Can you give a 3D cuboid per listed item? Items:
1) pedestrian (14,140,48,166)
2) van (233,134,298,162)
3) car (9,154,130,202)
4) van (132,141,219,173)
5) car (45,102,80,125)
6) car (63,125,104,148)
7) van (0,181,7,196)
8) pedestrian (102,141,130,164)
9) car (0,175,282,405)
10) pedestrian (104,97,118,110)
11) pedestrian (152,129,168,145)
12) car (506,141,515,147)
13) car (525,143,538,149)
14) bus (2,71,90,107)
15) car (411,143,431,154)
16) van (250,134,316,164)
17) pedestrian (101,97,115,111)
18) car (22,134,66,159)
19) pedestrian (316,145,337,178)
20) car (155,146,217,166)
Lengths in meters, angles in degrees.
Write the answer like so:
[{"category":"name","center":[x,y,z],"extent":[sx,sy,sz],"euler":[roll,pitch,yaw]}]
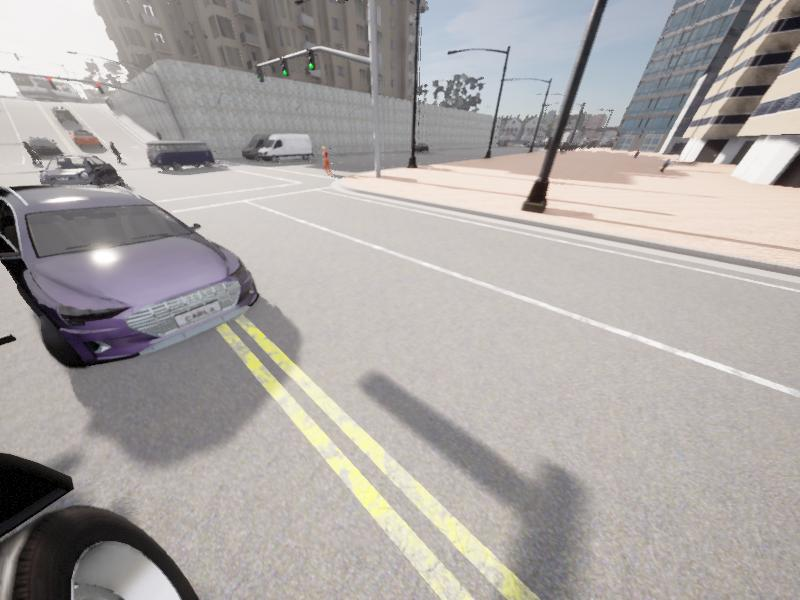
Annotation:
[{"category":"pedestrian","center":[-32.128,-12.814,20.166],"extent":[0.751,1.860,0.751],"euler":[27,43,32]},{"category":"van","center":[-15.580,-18.048,27.333],"extent":[1.988,2.561,5.915],"euler":[26,42,31]},{"category":"car","center":[-14.834,-5.813,10.745],"extent":[1.845,1.501,3.633],"euler":[-19,40,-26]},{"category":"van","center":[-17.688,-11.622,18.614],"extent":[1.775,1.987,4.442],"euler":[10,36,13]},{"category":"car","center":[-52.229,-28.898,35.800],"extent":[4.605,1.855,1.932],"euler":[35,47,22]},{"category":"car","center":[-41.073,-21.234,29.975],"extent":[4.553,1.767,2.097],"euler":[32,45,25]},{"category":"van","center":[-21.087,-4.785,8.425],"extent":[2.351,2.431,6.366],"euler":[26,42,31]},{"category":"pedestrian","center":[-27.460,-14.253,22.332],"extent":[0.751,1.860,0.751],"euler":[13,37,18]},{"category":"car","center":[-4.527,-0.818,3.650],"extent":[4.856,1.649,2.033],"euler":[20,34,23]},{"category":"pedestrian","center":[-55.336,-37.631,44.235],"extent":[0.751,1.860,0.751],"euler":[20,40,26]},{"category":"pedestrian","center":[-35.093,-23.806,33.785],"extent":[0.751,1.860,0.751],"euler":[25,42,30]},{"category":"car","center":[40.406,-56.893,84.322],"extent":[1.801,1.575,5.366],"euler":[20,39,25]},{"category":"car","center":[38.936,-45.498,68.236],"extent":[1.895,1.301,4.718],"euler":[26,42,31]},{"category":"bus","center":[-75.716,-45.301,50.095],"extent":[3.944,4.253,10.273],"euler":[-7,35,-10]},{"category":"car","center":[3.835,-27.811,42.360],"extent":[1.789,1.549,3.705],"euler":[26,42,31]},{"category":"van","center":[-12.721,-16.861,25.672],"extent":[1.988,2.561,5.915],"euler":[26,42,31]},{"category":"pedestrian","center":[-54.796,-36.712,43.356],"extent":[0.751,1.860,0.751],"euler":[26,43,32]},{"category":"car","center":[-38.361,-16.617,24.880],"extent":[5.238,1.638,1.930],"euler":[30,44,28]},{"category":"pedestrian","center":[-4.972,-9.377,15.618],"extent":[0.751,1.860,0.751],"euler":[23,41,28]},{"category":"car","center":[-21.229,-14.514,23.151],"extent":[4.193,1.474,1.816],"euler":[-22,41,-29]}]
